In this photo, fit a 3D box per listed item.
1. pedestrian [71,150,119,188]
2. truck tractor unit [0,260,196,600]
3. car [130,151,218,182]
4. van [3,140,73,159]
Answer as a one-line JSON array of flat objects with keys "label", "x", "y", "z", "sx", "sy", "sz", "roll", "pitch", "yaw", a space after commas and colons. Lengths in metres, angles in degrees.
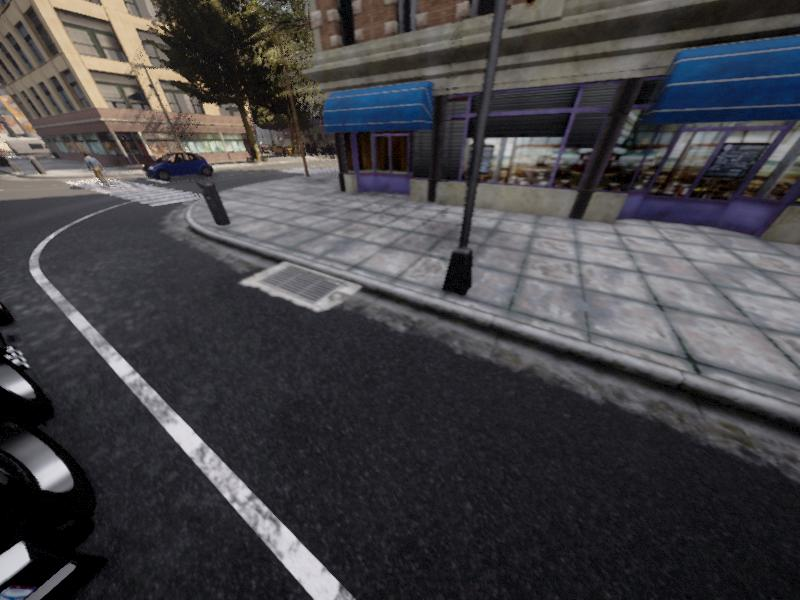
[{"label": "pedestrian", "x": -18.186, "y": -7.828, "z": 13.816, "sx": 0.751, "sy": 1.860, "sz": 0.751, "roll": 13, "pitch": 37, "yaw": 18}, {"label": "truck tractor unit", "x": -5.112, "y": -0.297, "z": 0.797, "sx": 6.516, "sy": 4.208, "sz": 3.053, "roll": 18, "pitch": 39, "yaw": 25}, {"label": "car", "x": -16.515, "y": -9.976, "z": 17.154, "sx": 1.851, "sy": 1.617, "sz": 3.988, "roll": 20, "pitch": 40, "yaw": 26}, {"label": "van", "x": -63.458, "y": -26.593, "z": 40.733, "sx": 1.988, "sy": 2.561, "sz": 5.915, "roll": 18, "pitch": 39, "yaw": 25}]
